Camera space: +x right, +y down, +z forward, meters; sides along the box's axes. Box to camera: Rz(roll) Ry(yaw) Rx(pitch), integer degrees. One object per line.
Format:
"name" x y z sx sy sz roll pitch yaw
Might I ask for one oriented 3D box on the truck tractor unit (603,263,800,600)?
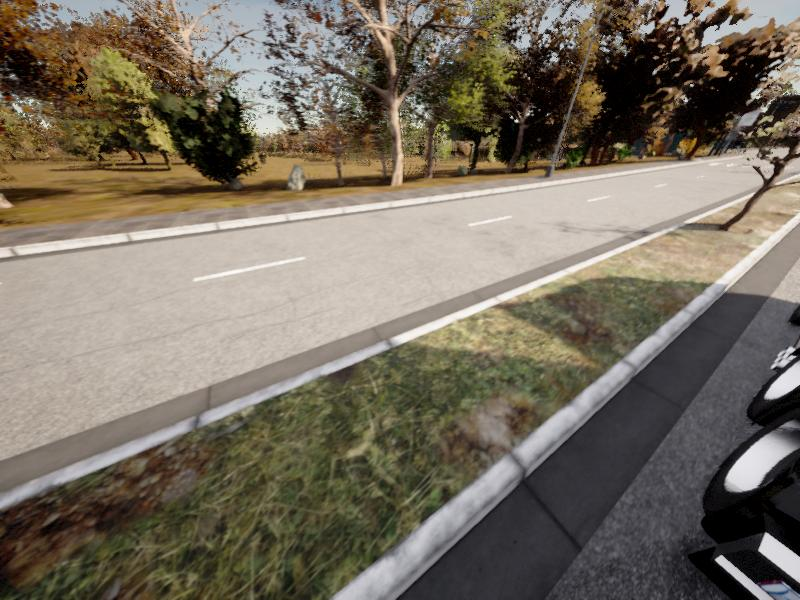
"truck tractor unit" 5.108 -0.303 0.802 6.516 4.208 3.053 -18 38 -24
